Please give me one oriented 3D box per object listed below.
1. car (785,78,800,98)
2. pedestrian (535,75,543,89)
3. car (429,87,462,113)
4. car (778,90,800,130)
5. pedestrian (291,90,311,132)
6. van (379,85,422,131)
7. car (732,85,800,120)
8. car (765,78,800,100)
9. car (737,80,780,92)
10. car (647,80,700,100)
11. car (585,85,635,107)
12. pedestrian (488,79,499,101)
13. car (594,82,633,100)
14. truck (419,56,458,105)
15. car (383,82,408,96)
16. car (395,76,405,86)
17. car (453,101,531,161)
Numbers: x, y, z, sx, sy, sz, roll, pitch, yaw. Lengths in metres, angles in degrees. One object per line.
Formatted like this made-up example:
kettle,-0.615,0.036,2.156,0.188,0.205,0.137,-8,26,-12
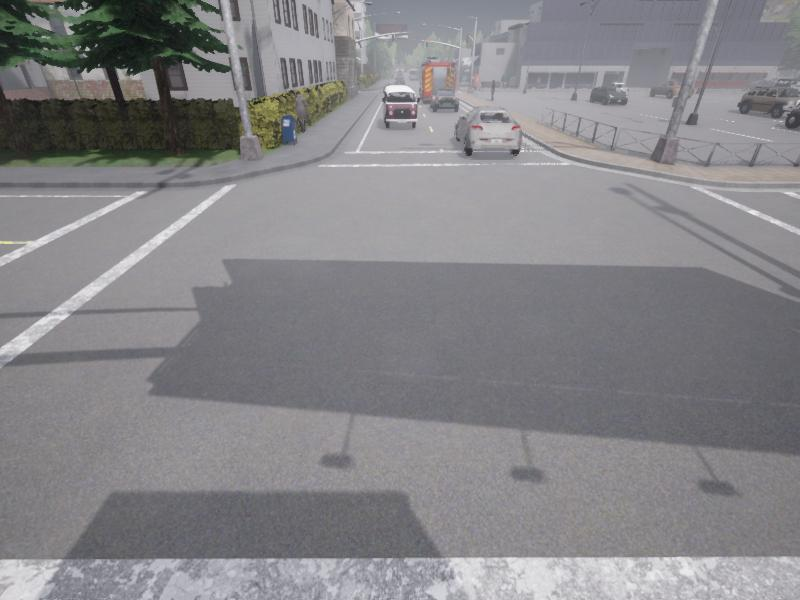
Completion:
car,44.681,-22.700,42.990,1.932,1.855,4.605,0,30,0
pedestrian,21.530,-33.787,62.032,0.751,1.860,0.751,1,30,1
car,3.496,-15.896,31.720,2.038,1.542,4.974,0,30,0
car,22.620,-9.748,20.769,1.905,1.878,3.866,0,30,0
pedestrian,-4.926,-9.446,19.999,0.751,1.860,0.751,-6,31,-10
van,-0.054,-11.220,23.208,2.069,2.038,4.480,-2,30,-4
car,25.887,-13.702,27.581,1.932,1.855,4.605,0,30,0
car,41.776,-22.506,42.617,1.905,1.878,3.866,0,30,0
car,52.021,-31.064,58.101,4.193,1.474,1.816,0,30,0
car,28.982,-22.424,42.628,2.152,1.636,5.027,0,30,0
car,18.920,-18.568,36.312,2.007,1.523,4.514,0,30,0
pedestrian,9.007,-20.280,38.659,0.751,1.860,0.751,2,30,4
car,22.565,-22.184,42.374,1.970,1.475,3.806,0,30,0
truck,3.504,-21.383,38.843,2.891,3.827,8.468,0,30,0
car,-0.594,-25.873,48.967,1.994,1.385,4.181,-7,31,-12
car,0.006,-40.270,73.489,1.837,1.490,4.892,0,30,0
car,3.610,-7.219,16.772,2.152,1.651,5.027,1,30,1
